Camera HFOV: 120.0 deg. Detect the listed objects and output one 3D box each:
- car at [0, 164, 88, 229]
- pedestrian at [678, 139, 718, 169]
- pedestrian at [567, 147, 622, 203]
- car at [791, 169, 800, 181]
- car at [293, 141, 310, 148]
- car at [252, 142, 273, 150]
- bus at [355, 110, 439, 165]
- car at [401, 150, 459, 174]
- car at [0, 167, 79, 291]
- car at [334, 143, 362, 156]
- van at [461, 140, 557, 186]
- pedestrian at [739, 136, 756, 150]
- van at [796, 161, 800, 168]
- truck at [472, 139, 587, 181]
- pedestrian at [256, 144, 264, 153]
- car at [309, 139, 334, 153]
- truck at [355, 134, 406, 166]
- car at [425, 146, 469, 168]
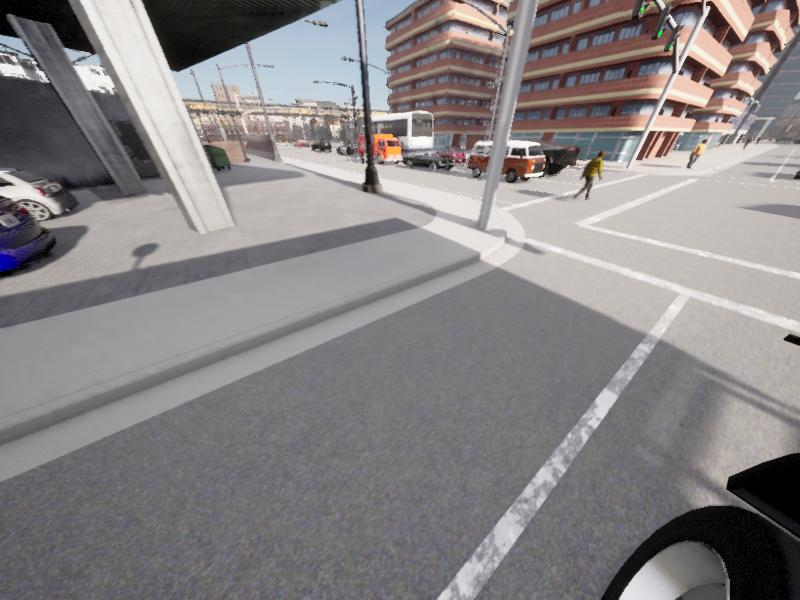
[{"bbox_3d":[-13.069,-3.048,6.967,3.806,1.475,1.970,-22,41,-27],"label":"car"},{"bbox_3d":[21.790,-10.707,16.951,0.751,1.860,0.751,5,36,8],"label":"pedestrian"},{"bbox_3d":[7.574,-4.887,9.103,0.751,1.860,0.751,-3,35,-4],"label":"pedestrian"},{"bbox_3d":[25.589,-7.868,13.631,4.181,1.385,1.994,-21,40,-27],"label":"car"},{"bbox_3d":[-26.834,-42.295,62.817,3.806,1.475,1.970,-6,36,-7],"label":"car"},{"bbox_3d":[-33.015,-37.161,55.623,3.806,1.475,1.970,-21,40,-27],"label":"car"},{"bbox_3d":[-0.793,-18.293,26.135,3.944,4.253,10.273,-23,41,-28],"label":"bus"},{"bbox_3d":[2.281,-11.364,18.854,1.895,1.301,4.718,-23,41,-28],"label":"car"},{"bbox_3d":[-9.152,-0.733,3.375,4.611,1.667,2.242,-22,41,-27],"label":"car"},{"bbox_3d":[-7.946,-23.095,35.351,2.038,1.542,4.974,-24,41,-29],"label":"car"},{"bbox_3d":[6.304,-8.435,14.024,2.069,2.038,4.480,-23,41,-29],"label":"van"},{"bbox_3d":[56.329,-25.411,37.461,0.751,1.860,0.751,-24,41,-29],"label":"pedestrian"},{"bbox_3d":[35.014,-11.969,18.770,4.480,2.038,2.069,-22,41,-28],"label":"van"},{"bbox_3d":[8.551,-9.984,16.147,2.390,2.098,6.274,-24,41,-30],"label":"truck"},{"bbox_3d":[-23.169,-25.144,38.290,0.751,1.300,0.751,-20,40,-26],"label":"pedestrian"},{"bbox_3d":[-14.594,-28.545,42.682,2.150,2.045,5.566,-24,41,-29],"label":"car"},{"bbox_3d":[-2.007,-15.237,23.361,2.627,2.467,5.204,-23,41,-28],"label":"truck"},{"bbox_3d":[4.257,-13.336,21.426,1.845,1.501,3.633,-23,41,-28],"label":"car"}]
